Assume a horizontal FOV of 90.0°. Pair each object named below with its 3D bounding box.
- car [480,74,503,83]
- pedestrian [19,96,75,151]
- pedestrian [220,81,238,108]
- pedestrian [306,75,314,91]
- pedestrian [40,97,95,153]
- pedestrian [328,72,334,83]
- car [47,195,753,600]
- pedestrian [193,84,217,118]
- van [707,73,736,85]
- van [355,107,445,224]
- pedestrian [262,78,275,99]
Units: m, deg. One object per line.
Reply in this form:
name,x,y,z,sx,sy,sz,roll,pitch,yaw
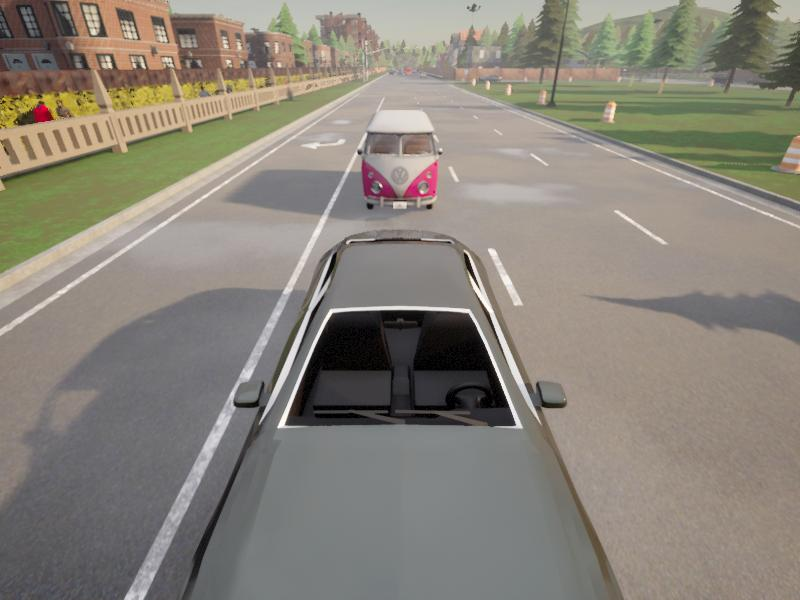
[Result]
car,20.225,-49.121,88.682,4.514,1.525,2.007,-7,31,-12
pedestrian,-13.491,-6.741,15.332,0.751,1.860,0.751,0,30,-1
pedestrian,-13.446,-16.227,31.569,0.751,1.860,0.751,0,30,-1
pedestrian,-12.214,-29.415,54.151,0.751,1.860,0.751,0,30,0
pedestrian,-12.472,-6.589,15.075,0.751,1.860,0.751,-3,30,-5
pedestrian,-13.264,-42.743,76.965,0.751,1.860,0.751,0,30,0
car,0.002,0.658,3.293,2.152,1.651,5.027,0,30,0
pedestrian,-12.324,-12.588,25.343,0.751,1.860,0.751,-1,30,-1
van,61.658,-42.480,76.860,1.775,1.987,4.442,0,30,0
van,-0.001,-3.685,10.352,1.775,1.987,4.442,0,30,0
pedestrian,-13.049,-21.006,39.749,0.751,1.860,0.751,0,30,0
